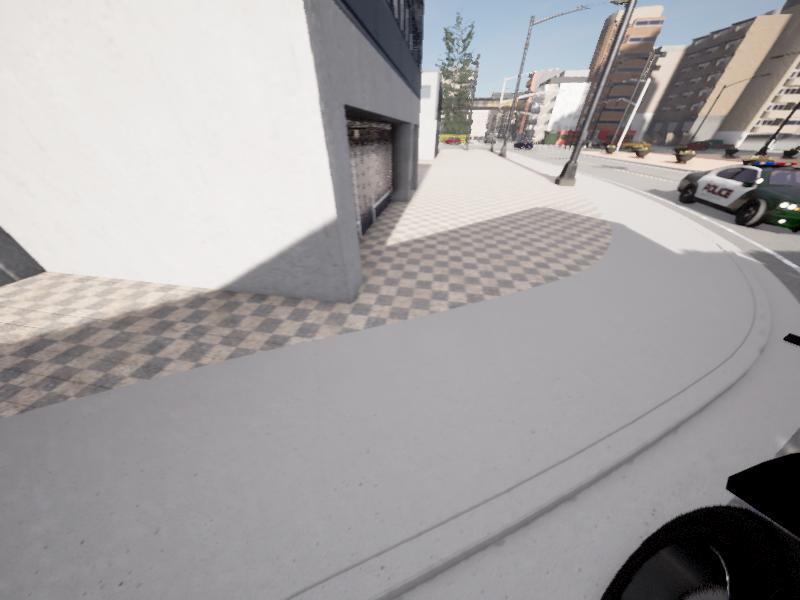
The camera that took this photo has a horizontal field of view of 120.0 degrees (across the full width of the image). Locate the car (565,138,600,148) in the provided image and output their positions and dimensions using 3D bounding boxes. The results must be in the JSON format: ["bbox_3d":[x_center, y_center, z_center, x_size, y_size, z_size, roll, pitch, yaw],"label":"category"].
[{"bbox_3d":[38.546,-33.177,48.877,5.238,1.638,1.930,5,36,6],"label":"car"}]

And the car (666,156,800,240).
[{"bbox_3d":[11.706,-3.512,7.459,2.038,1.542,4.974,12,38,16],"label":"car"}]

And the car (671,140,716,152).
[{"bbox_3d":[55.560,-29.209,43.840,4.856,1.649,2.033,6,36,7],"label":"car"}]

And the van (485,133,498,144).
[{"bbox_3d":[25.051,-44.390,63.441,1.988,2.561,5.915,6,36,8],"label":"van"}]

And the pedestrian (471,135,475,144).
[{"bbox_3d":[19.313,-42.604,61.221,0.751,1.860,0.751,10,37,13],"label":"pedestrian"}]

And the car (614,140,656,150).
[{"bbox_3d":[45.785,-30.276,45.091,5.366,1.575,1.801,6,36,7],"label":"car"}]

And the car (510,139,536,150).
[{"bbox_3d":[21.320,-27.084,40.280,1.845,1.501,3.633,-9,37,-13],"label":"car"}]

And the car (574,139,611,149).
[{"bbox_3d":[38.231,-31.135,46.048,5.238,1.638,1.930,6,36,7],"label":"car"}]

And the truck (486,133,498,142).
[{"bbox_3d":[32.598,-57.603,81.887,2.627,2.467,5.204,6,36,8],"label":"truck"}]

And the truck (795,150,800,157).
[{"bbox_3d":[64.310,-22.171,33.980,6.274,2.098,2.390,6,36,7],"label":"truck"}]

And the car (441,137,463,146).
[{"bbox_3d":[12.080,-37.306,54.305,2.033,1.649,4.856,-24,42,-30],"label":"car"}]
